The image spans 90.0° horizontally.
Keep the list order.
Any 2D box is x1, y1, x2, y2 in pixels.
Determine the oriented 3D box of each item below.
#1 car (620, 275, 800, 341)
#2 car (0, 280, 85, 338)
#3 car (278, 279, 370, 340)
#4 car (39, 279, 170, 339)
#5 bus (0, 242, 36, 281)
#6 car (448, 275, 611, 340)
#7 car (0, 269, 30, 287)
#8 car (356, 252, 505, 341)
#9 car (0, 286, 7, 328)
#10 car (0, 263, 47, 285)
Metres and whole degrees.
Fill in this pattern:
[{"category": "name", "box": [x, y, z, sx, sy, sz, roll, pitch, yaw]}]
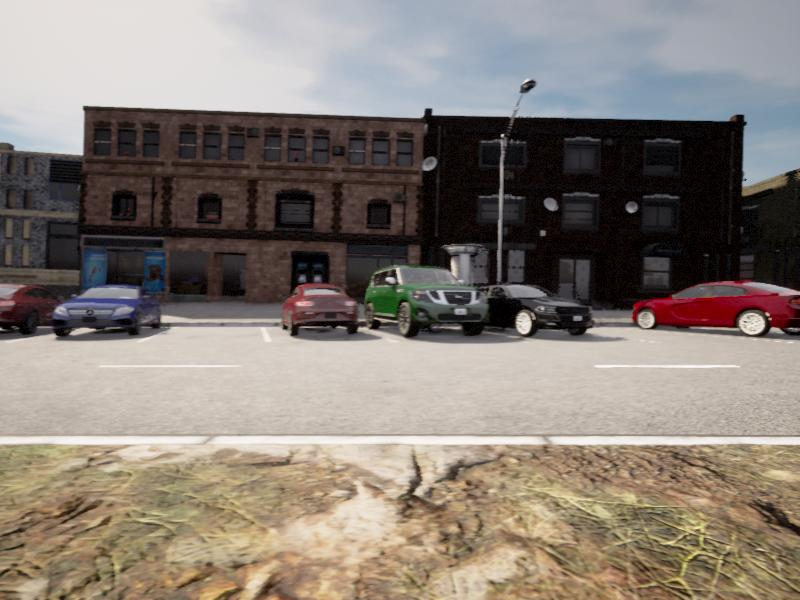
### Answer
[{"category": "car", "box": [9.554, 0.213, 12.048, 2.097, 1.535, 5.008, 0, -1, -19]}, {"category": "car", "box": [-11.592, 0.257, 12.089, 2.002, 1.452, 4.674, 0, -1, -21]}, {"category": "car", "box": [-2.531, 0.255, 12.181, 2.002, 1.452, 4.674, 0, -1, -20]}, {"category": "car", "box": [-8.568, 0.257, 12.144, 2.002, 1.452, 4.674, 1, -1, -21]}, {"category": "bus", "box": [-45.631, -4.234, 43.310, 3.944, 4.253, 10.273, 2, 5, -8]}, {"category": "car", "box": [3.517, 0.215, 12.162, 2.097, 1.535, 5.008, 1, -1, -20]}, {"category": "car", "box": [-39.634, -2.214, 38.949, 4.892, 1.521, 2.231, 1, 5, -28]}, {"category": "car", "box": [0.509, -0.037, 12.158, 2.435, 2.045, 5.566, 1, -1, -20]}, {"category": "car", "box": [-14.610, 0.219, 12.035, 2.231, 1.521, 4.892, 1, -1, -22]}, {"category": "car", "box": [-40.109, -2.725, 41.854, 4.442, 1.987, 1.878, 1, 6, -28]}]
